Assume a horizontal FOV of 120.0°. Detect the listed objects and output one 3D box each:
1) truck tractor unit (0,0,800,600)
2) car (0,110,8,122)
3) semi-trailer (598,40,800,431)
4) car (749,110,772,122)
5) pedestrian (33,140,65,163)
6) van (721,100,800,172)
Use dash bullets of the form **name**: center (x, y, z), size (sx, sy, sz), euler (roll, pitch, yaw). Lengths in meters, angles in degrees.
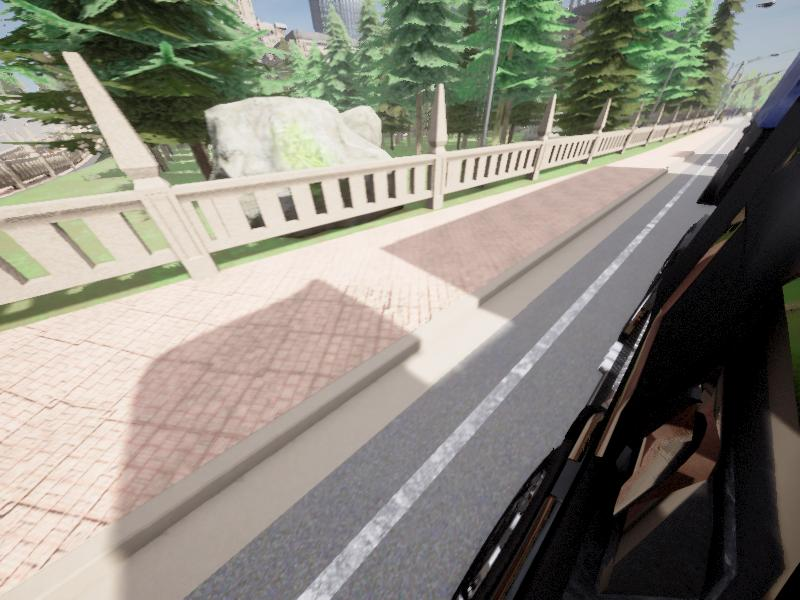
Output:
- **truck tractor unit**: center (2.645, -0.295, 0.351), size (6.516, 4.208, 3.053), euler (-28, 44, -30)
- **car**: center (-80.841, -36.633, 45.715), size (2.097, 1.767, 4.553), euler (-28, 50, -30)
- **semi-trailer**: center (8.694, -3.612, 4.227), size (14.254, 4.402, 2.717), euler (-28, 44, -30)
- **car**: center (85.159, -43.529, 54.628), size (5.566, 2.045, 2.150), euler (-28, 44, -30)
- **pedestrian**: center (-34.970, -14.857, 23.043), size (0.751, 1.860, 0.751), euler (-28, 44, -30)
- **van**: center (18.882, -8.249, 11.426), size (6.366, 2.431, 2.351), euler (-28, 44, -30)
